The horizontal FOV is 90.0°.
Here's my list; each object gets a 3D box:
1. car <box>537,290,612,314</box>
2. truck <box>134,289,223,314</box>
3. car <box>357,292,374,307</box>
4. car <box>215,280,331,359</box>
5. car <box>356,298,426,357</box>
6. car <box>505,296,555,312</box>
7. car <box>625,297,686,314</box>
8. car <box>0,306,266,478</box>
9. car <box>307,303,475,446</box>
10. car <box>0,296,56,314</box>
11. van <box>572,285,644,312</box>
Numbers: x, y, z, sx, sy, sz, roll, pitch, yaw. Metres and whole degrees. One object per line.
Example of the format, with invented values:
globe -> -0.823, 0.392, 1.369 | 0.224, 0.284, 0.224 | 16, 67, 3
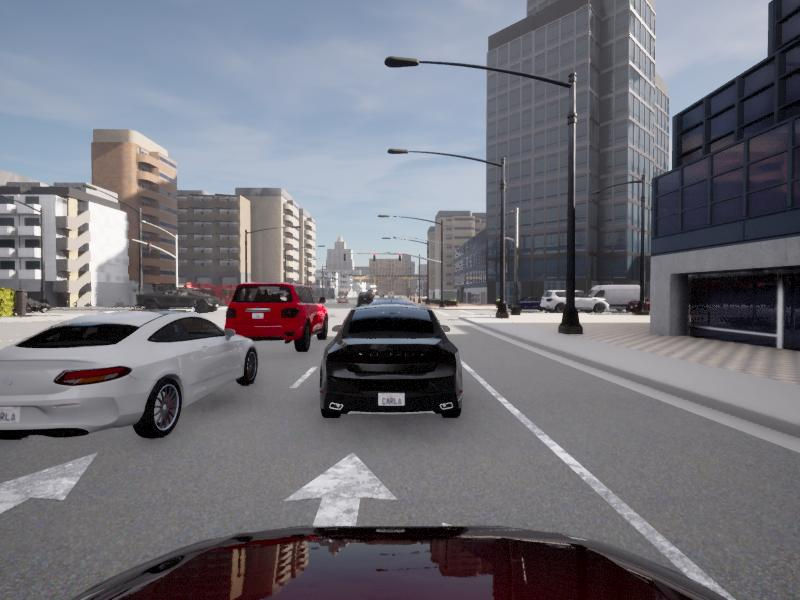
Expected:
car -> 15.170, 0.153, 34.941 | 5.566, 2.045, 2.150 | 0, 1, -1
truck -> -19.018, 0.125, 34.598 | 6.274, 2.098, 2.390 | 0, 1, -3
car -> -4.726, -0.066, 55.655 | 2.150, 2.045, 5.566 | 0, 0, -2
car -> -3.796, 0.479, 13.206 | 2.150, 2.045, 5.566 | 0, 1, -1
car -> -0.289, 0.737, 13.310 | 1.882, 1.535, 5.008 | 0, 1, -1
car -> 12.427, 0.376, 38.379 | 4.193, 1.474, 1.816 | 0, 1, -1
car -> 22.343, 0.440, 35.044 | 4.193, 1.474, 1.816 | 0, 1, -1
car -> -3.631, 0.861, 5.908 | 1.812, 1.442, 4.674 | 0, 0, -1
car -> -0.149, 0.835, 6.827 | 1.837, 1.490, 4.892 | 0, 0, -1
car -> -32.809, 0.428, 34.218 | 4.792, 1.488, 2.163 | 0, 1, -1
van -> 19.906, -0.155, 38.479 | 5.915, 2.561, 1.988 | 0, 1, -1
